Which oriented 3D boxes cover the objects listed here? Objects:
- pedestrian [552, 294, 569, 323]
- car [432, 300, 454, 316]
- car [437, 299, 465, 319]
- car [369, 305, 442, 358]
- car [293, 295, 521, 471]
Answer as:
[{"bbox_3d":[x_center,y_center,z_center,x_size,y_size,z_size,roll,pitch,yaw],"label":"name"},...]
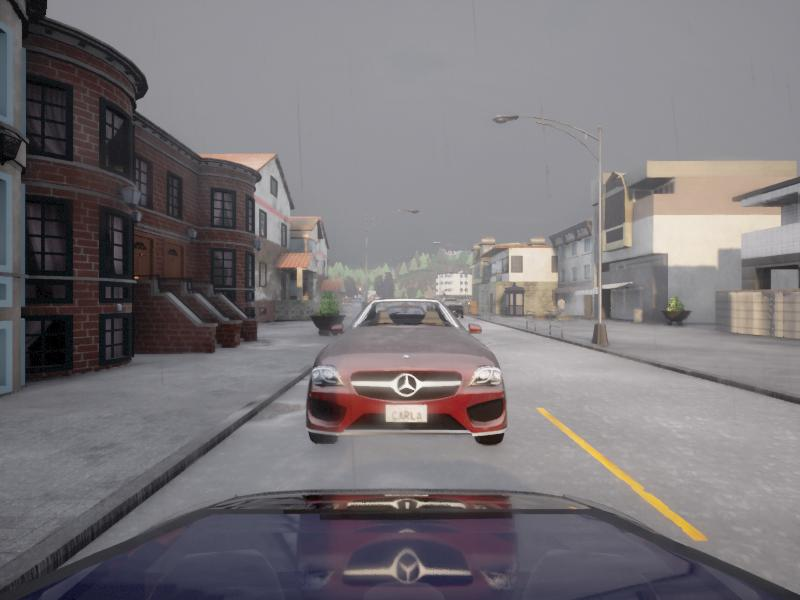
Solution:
[{"bbox_3d":[10.508,0.547,26.257,0.751,1.860,0.751,0,0,-16],"label":"pedestrian"},{"bbox_3d":[4.539,0.801,42.896,1.801,1.575,5.366,0,0,1],"label":"car"},{"bbox_3d":[4.450,0.771,35.651,1.930,1.638,5.238,0,-1,1],"label":"car"},{"bbox_3d":[0.180,0.895,13.768,2.033,1.411,5.357,0,0,1],"label":"car"},{"bbox_3d":[0.089,0.781,6.286,2.152,1.651,5.027,0,0,1],"label":"car"}]
